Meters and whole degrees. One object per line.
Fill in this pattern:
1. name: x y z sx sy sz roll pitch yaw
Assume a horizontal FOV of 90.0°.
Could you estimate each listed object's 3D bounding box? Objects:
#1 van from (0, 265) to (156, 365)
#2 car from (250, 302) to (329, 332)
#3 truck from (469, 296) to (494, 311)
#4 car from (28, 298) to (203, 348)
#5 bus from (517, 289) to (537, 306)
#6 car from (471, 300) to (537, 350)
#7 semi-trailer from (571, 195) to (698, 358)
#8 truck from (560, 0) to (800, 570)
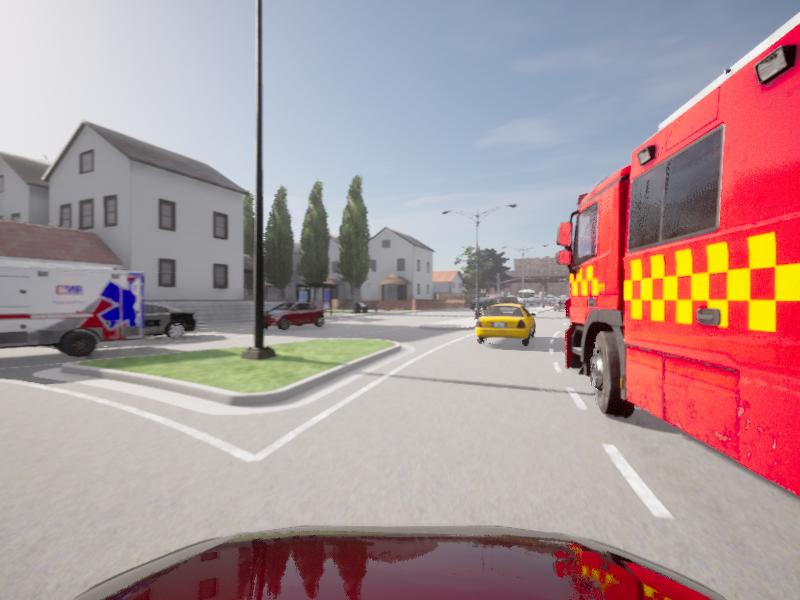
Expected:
1. van: -10.473 0.366 10.683 2.351 2.431 6.366 0 0 42
2. car: -6.041 0.843 22.293 1.816 1.474 4.193 0 0 30
3. truck: 12.516 0.536 61.072 2.390 2.098 6.274 0 0 25
4. car: -10.778 0.757 15.609 1.930 1.638 5.238 0 0 39
5. bus: 34.007 -0.538 106.665 3.944 4.253 10.273 0 0 25
6. car: 4.240 0.801 15.632 1.801 1.575 5.366 0 0 22
7. semi-trailer: 9.359 -0.616 17.932 2.717 4.402 14.254 0 0 21
8. truck: 3.877 -0.317 2.871 2.891 3.827 8.468 0 0 6
